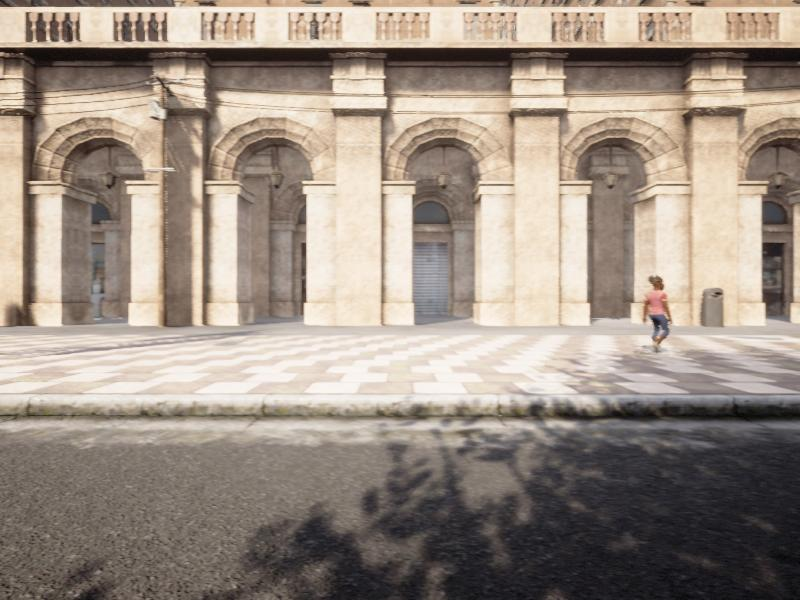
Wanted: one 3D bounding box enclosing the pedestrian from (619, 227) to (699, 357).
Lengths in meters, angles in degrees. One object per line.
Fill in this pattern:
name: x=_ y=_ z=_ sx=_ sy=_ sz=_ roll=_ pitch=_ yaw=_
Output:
pedestrian: x=4.013 y=-0.115 z=6.242 sx=0.751 sy=1.860 sz=0.751 roll=0 pitch=0 yaw=-21
